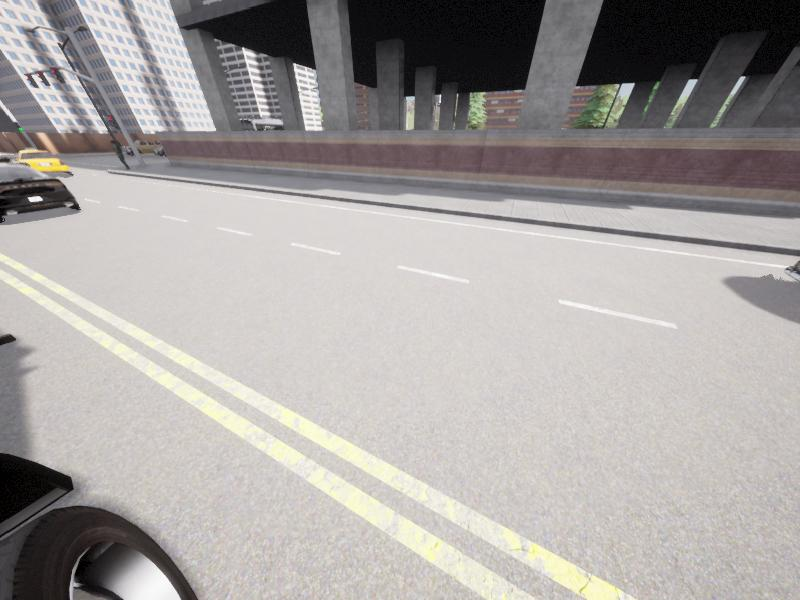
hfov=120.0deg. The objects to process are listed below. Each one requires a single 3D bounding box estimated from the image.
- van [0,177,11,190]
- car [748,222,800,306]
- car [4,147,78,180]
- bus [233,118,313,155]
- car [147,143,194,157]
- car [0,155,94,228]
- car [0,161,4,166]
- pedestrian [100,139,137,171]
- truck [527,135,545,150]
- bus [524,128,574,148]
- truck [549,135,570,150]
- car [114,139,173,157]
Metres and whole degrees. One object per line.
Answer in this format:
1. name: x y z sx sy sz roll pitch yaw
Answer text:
1. van: -23.291 -6.753 11.228 6.366 2.431 2.351 14 37 19
2. car: 8.897 -0.084 2.661 4.856 1.649 2.033 15 38 20
3. car: -24.232 -9.299 15.558 5.366 1.575 1.801 21 40 27
4. bus: -19.457 -25.819 36.662 3.944 4.253 10.273 16 38 21
5. car: -30.671 -20.192 31.036 1.970 1.475 3.806 15 38 20
6. car: -13.743 -3.942 7.983 5.238 1.638 1.930 15 38 20
7. car: -38.280 -12.759 20.300 4.611 1.667 2.242 15 38 20
8. pedestrian: -20.304 -10.488 16.717 0.751 1.860 0.751 -10 36 -14
9. truck: 29.403 -34.104 49.935 2.615 2.467 5.204 15 38 20
10. bus: 39.937 -43.888 62.572 10.273 4.253 3.944 15 38 20
11. truck: 33.315 -33.047 48.462 2.615 2.467 5.204 15 38 20
12. car: -34.385 -20.518 31.127 1.932 1.855 4.605 17 38 22
